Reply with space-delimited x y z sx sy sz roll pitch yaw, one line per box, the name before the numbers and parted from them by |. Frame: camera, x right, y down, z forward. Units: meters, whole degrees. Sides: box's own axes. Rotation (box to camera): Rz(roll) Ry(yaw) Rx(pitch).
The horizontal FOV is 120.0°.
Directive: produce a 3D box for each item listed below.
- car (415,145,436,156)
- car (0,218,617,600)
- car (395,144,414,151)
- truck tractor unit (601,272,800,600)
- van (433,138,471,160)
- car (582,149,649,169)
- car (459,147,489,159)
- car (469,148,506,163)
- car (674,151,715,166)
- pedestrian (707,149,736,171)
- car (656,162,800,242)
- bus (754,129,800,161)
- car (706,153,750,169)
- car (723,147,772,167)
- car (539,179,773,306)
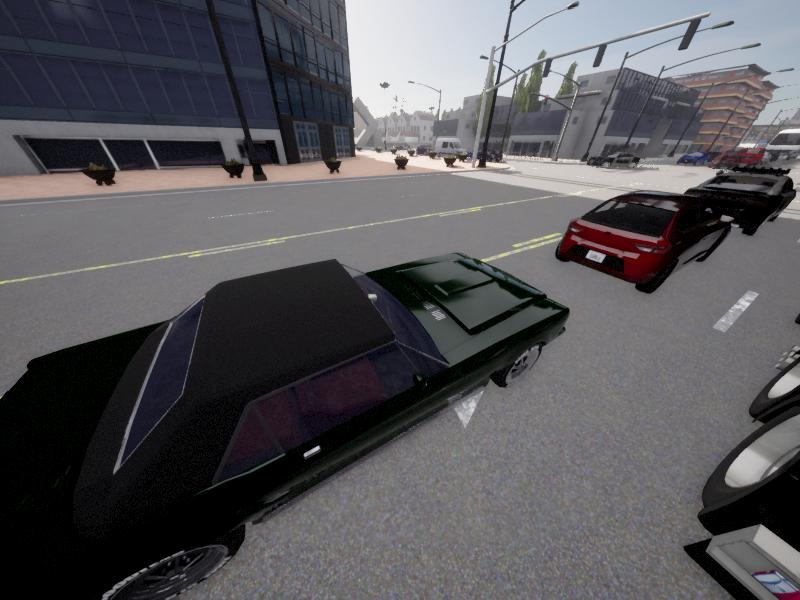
car | 4.434 -26.085 40.340 1.845 1.501 3.633 -17 39 -25
car | -0.486 0.415 2.264 4.718 1.301 1.895 -18 39 -24
car | 1.209 -40.836 61.744 4.974 1.542 2.038 -28 43 -35
truck tractor unit | 5.122 -0.289 0.764 6.516 4.208 3.053 -18 39 -24
van | 7.757 -23.165 35.290 1.988 2.561 5.915 -17 38 -24
car | 23.053 -15.149 24.862 5.238 1.638 1.930 -3 36 -6
car | 11.427 -22.997 36.096 1.816 1.474 4.193 -17 38 -24
car | 11.378 -18.977 30.233 1.816 1.474 4.193 -17 38 -24
car | 39.480 -19.015 30.984 5.008 1.535 1.882 -17 38 -24
pedestrian | 33.299 -14.497 23.963 0.751 1.860 0.751 11 36 14
car | 11.380 -3.492 7.708 5.238 1.638 1.930 -18 39 -24
bus | 66.582 -26.517 39.352 10.273 4.253 3.944 -18 39 -23
car | 38.811 -16.470 27.357 4.674 1.442 1.812 -17 39 -24
car | 45.971 -18.956 30.583 5.566 2.045 2.150 -17 39 -24
car | 5.384 -1.535 4.957 4.193 1.474 1.816 -18 39 -24
